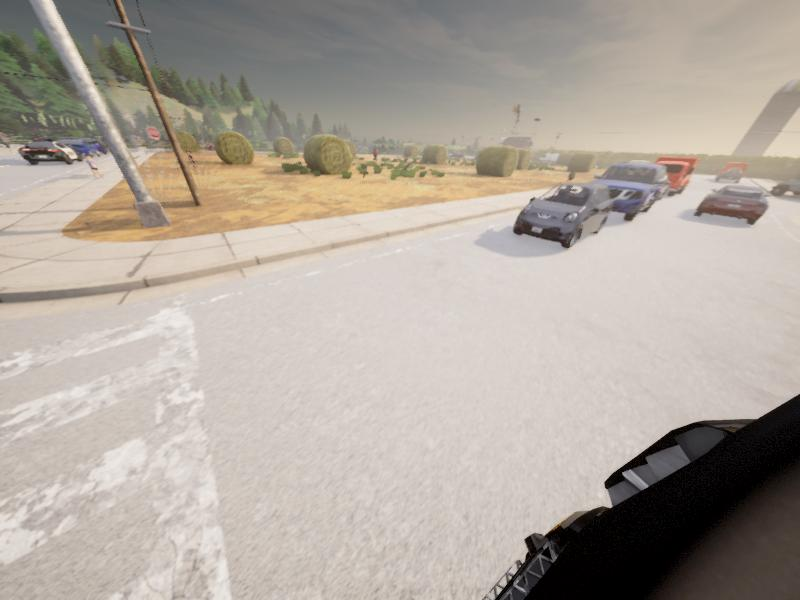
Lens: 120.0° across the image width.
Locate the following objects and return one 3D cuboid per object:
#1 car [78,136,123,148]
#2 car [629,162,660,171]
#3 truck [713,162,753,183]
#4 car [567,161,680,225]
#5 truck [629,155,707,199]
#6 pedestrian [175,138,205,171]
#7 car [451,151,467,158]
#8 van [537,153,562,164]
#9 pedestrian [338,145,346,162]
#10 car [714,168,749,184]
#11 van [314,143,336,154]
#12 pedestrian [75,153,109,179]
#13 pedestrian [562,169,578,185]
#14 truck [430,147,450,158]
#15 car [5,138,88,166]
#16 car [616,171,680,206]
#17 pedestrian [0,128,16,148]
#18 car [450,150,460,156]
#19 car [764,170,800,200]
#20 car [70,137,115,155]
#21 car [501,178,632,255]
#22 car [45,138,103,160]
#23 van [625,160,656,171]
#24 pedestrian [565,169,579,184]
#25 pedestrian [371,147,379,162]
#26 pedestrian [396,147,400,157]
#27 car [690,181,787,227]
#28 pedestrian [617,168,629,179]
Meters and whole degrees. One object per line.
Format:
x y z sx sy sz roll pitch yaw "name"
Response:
-47.362 -25.039 36.644 3.806 1.475 1.970 -20 40 -30 "car"
61.133 -33.475 57.909 2.038 1.542 4.974 -22 41 -32 "car"
52.091 -20.098 36.190 5.204 2.467 2.627 -23 41 -32 "truck"
10.439 -5.162 10.724 5.566 2.045 2.150 -22 41 -33 "car"
20.621 -9.560 17.779 5.204 2.467 2.627 -22 41 -33 "truck"
-14.473 -10.022 15.946 0.751 1.860 0.751 -8 35 -16 "pedestrian"
18.767 -46.348 73.733 4.553 1.767 2.097 -20 40 -30 "car"
46.785 -44.472 72.465 1.988 2.561 5.915 -21 41 -32 "van"
-7.851 -19.925 31.388 0.751 1.860 0.751 -12 37 -22 "pedestrian"
46.388 -17.395 32.408 5.027 1.651 2.152 -22 41 -33 "car"
-17.694 -35.817 54.782 4.442 1.987 1.775 -20 40 -30 "van"
-15.435 -6.717 11.607 0.500 1.100 0.500 -13 37 -23 "pedestrian"
13.838 -9.981 18.801 0.500 1.100 0.500 -8 35 -16 "pedestrian"
12.015 -44.224 69.374 5.204 2.467 2.627 -20 40 -30 "truck"
-26.417 -11.291 17.569 2.038 1.542 4.974 -22 41 -32 "car"
15.559 -7.088 14.481 3.705 1.549 1.789 -23 41 -33 "car"
-44.042 -17.934 25.575 0.751 1.860 0.751 22 38 26 "pedestrian"
22.620 -60.734 95.243 1.789 1.549 3.705 -18 42 -28 "car"
32.754 -9.016 18.159 1.905 1.878 3.866 2 31 9 "car"
-34.876 -17.557 26.356 2.007 1.525 4.514 -22 41 -32 "car"
5.173 -2.780 7.174 3.633 1.501 1.845 -22 41 -33 "car"
-30.600 -14.397 21.916 1.882 1.535 5.008 -22 41 -32 "car"
58.243 -32.678 56.071 2.069 2.038 4.480 -22 41 -32 "van"
14.556 -10.454 19.570 0.500 1.100 0.500 -25 42 -35 "pedestrian"
-3.600 -20.938 33.252 0.751 1.860 0.751 28 41 33 "pedestrian"
-0.410 -35.609 55.631 0.751 1.860 0.751 9 34 9 "pedestrian"
16.330 -4.835 11.312 4.181 1.385 1.994 -23 41 -33 "car"
26.247 -14.901 27.205 0.500 1.100 0.500 -24 42 -34 "pedestrian"
